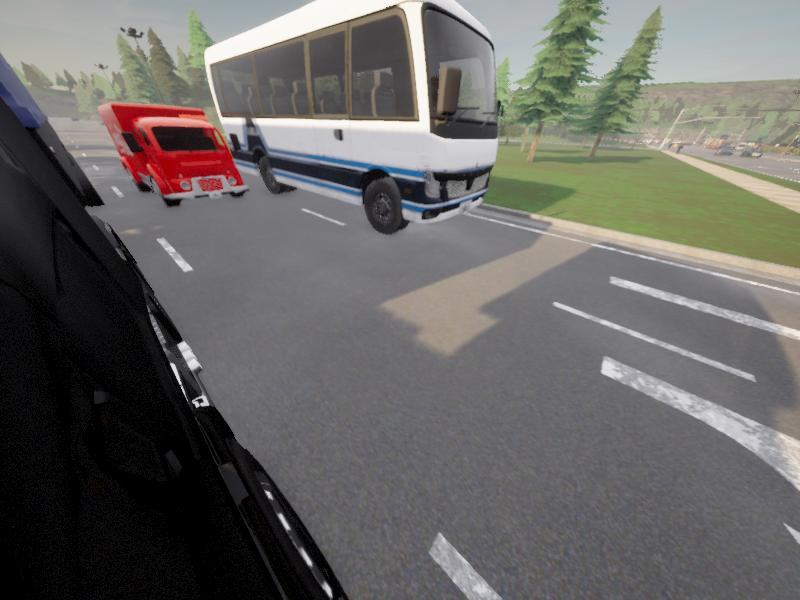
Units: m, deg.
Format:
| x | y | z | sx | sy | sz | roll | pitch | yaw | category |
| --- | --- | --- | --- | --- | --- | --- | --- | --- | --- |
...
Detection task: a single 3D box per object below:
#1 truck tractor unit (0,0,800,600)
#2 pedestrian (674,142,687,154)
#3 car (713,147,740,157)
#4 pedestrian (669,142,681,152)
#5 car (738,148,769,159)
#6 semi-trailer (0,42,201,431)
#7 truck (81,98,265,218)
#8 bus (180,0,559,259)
| x | y | z | sx | sy | sz | roll | pitch | yaw | category |
| --- | --- | --- | --- | --- | --- | --- | --- | --- | --- |
| -2.645 | -0.295 | 0.351 | 6.516 | 4.208 | 3.053 | 28 | 44 | 30 | truck tractor unit |
| 53.278 | -28.844 | 43.929 | 0.751 | 1.860 | 0.751 | 29 | 44 | 31 | pedestrian |
| 69.831 | -31.798 | 49.483 | 2.038 | 1.542 | 4.974 | 27 | 43 | 29 | car |
| 60.569 | -33.681 | 50.897 | 0.751 | 1.860 | 0.751 | 23 | 41 | 26 | pedestrian |
| 71.822 | -29.936 | 47.010 | 2.033 | 1.649 | 4.856 | 27 | 43 | 29 | car |
| -8.699 | -3.588 | 4.252 | 14.254 | 4.402 | 2.717 | 28 | 43 | 30 | semi-trailer |
| -7.419 | -4.828 | 7.641 | 5.204 | 2.467 | 2.627 | 28 | 43 | 30 | truck |
| -1.976 | -5.495 | 7.373 | 10.273 | 4.253 | 3.944 | 28 | 43 | 30 | bus |
